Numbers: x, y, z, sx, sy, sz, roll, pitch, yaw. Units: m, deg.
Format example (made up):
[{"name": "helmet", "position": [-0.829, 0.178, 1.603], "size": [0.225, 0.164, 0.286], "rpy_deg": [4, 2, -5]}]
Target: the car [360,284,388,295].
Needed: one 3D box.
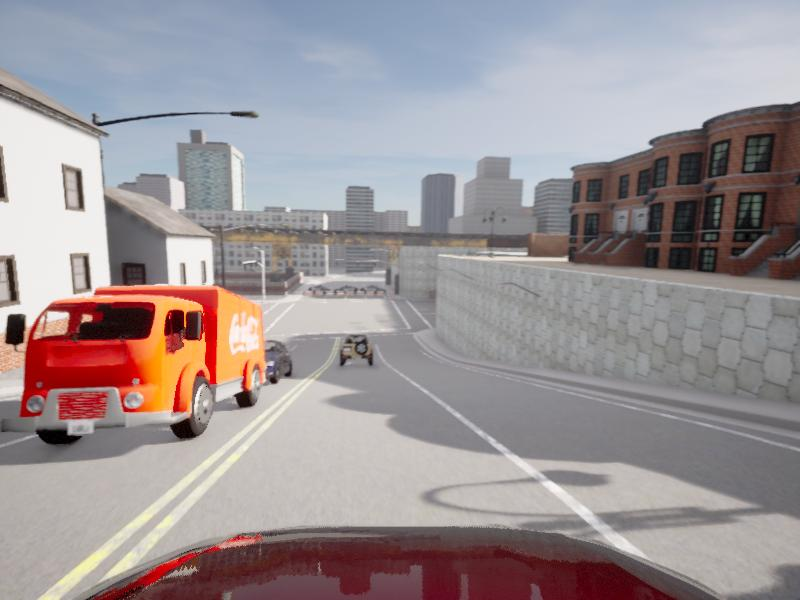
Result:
[{"name": "car", "position": [-5.107, -2.053, 77.175], "size": [4.974, 1.542, 2.038], "rpy_deg": [4, 8, 22]}]

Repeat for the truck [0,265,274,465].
[{"name": "truck", "position": [-4.308, 1.040, 7.666], "size": [2.627, 2.467, 5.204], "rpy_deg": [-1, -6, -7]}]

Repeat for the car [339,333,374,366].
[{"name": "car", "position": [-2.666, 2.959, 24.744], "size": [1.932, 1.855, 4.605], "rpy_deg": [0, -4, -6]}]

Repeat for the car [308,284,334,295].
[{"name": "car", "position": [-14.946, -1.983, 75.351], "size": [4.974, 1.542, 2.038], "rpy_deg": [7, 10, 37]}]

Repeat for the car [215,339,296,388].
[{"name": "car", "position": [-5.041, 2.175, 14.549], "size": [1.816, 1.474, 4.193], "rpy_deg": [0, -5, -6]}]
